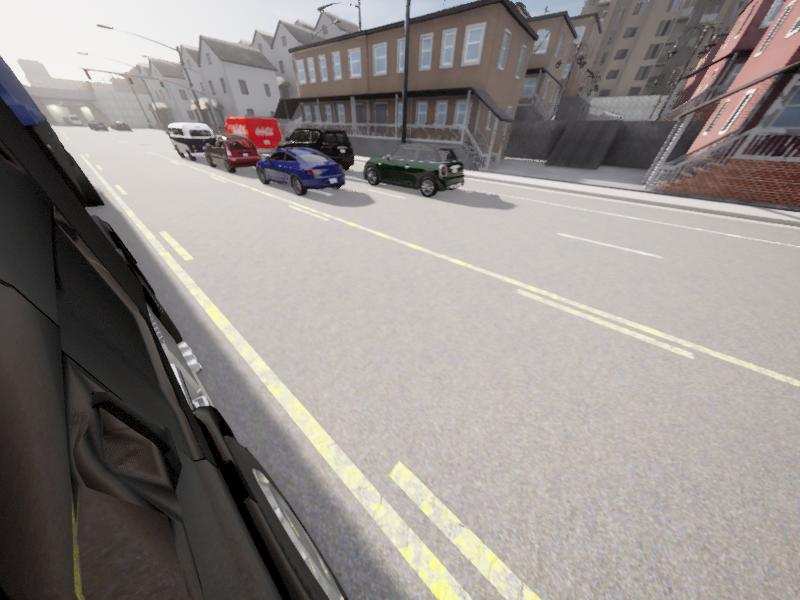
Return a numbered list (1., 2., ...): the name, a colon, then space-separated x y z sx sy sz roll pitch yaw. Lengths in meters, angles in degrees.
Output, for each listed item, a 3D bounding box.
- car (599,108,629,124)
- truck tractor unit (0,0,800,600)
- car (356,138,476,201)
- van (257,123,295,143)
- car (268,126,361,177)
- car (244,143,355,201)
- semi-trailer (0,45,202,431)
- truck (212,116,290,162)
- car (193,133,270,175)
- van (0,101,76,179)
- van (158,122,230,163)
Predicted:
1. car: 38.061 -32.759 41.143 3.806 1.475 1.970 37 48 21
2. truck tractor unit: -2.645 -0.295 0.351 6.516 4.208 3.053 28 44 30
3. car: 0.508 -5.825 9.981 4.553 1.767 2.097 28 43 30
4. van: -18.702 -25.357 35.048 1.775 1.987 4.442 27 50 30
5. car: -5.039 -8.816 13.530 5.566 2.045 2.150 28 44 30
6. car: -4.165 -5.401 9.470 4.674 1.442 1.812 28 44 30
7. semi-trailer: -8.709 -3.569 4.259 14.254 4.402 2.717 28 44 30
8. truck: -11.120 -12.095 17.297 5.204 2.467 2.627 29 44 31
9. car: -9.408 -8.222 12.879 3.988 1.617 1.851 28 43 30
10. van: -18.135 -7.729 10.994 5.915 2.561 1.988 28 44 30
11. van: -14.105 -10.858 15.839 4.480 2.038 2.069 28 43 30
